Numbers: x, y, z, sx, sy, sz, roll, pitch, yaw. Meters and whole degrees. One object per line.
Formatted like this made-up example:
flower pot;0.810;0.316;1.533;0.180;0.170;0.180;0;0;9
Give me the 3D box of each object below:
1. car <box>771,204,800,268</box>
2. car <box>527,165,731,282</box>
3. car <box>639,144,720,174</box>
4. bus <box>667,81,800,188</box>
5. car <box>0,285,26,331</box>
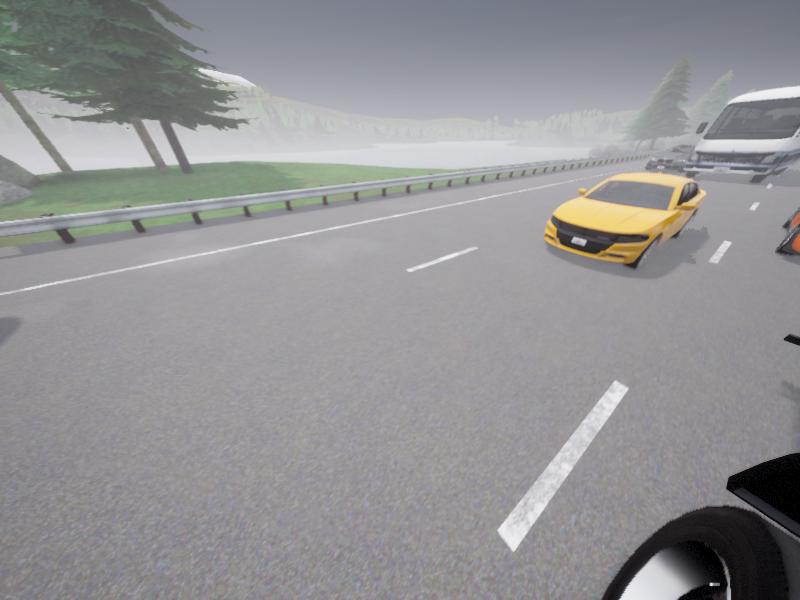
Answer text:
car;10.447;-1.817;4.818;4.553;1.767;2.097;-22;41;-28
car;5.660;-2.228;5.668;5.008;1.535;1.882;-22;41;-28
car;20.952;-10.662;17.347;4.611;1.667;2.242;-17;38;-23
bus;22.308;-9.943;14.068;10.273;4.253;3.944;-19;38;-24
car;-7.858;0.785;1.499;5.366;1.575;1.801;-22;41;-28
